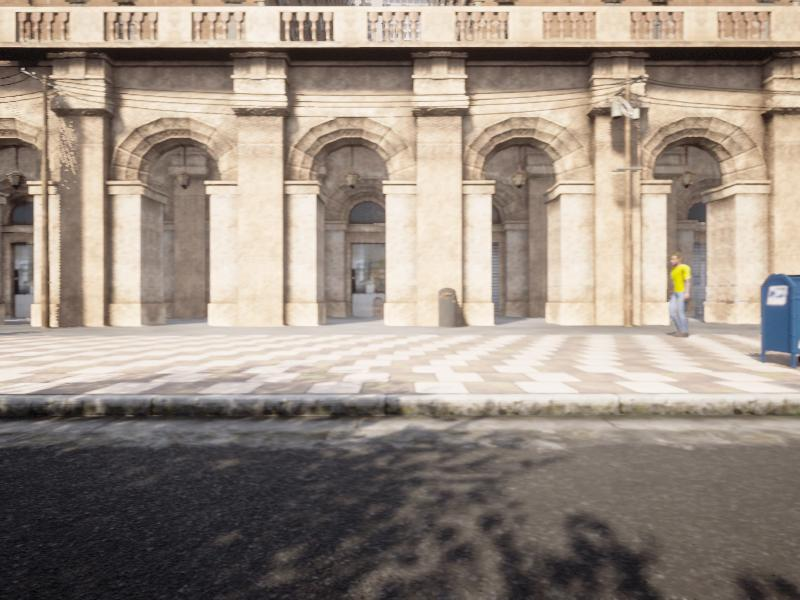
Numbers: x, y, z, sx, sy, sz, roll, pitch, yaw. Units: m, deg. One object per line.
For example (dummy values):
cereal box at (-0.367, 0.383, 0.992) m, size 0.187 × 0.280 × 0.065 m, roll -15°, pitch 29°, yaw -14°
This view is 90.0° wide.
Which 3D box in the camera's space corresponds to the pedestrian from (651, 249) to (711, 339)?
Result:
pedestrian at (6.048, -0.128, 8.651) m, size 0.751 × 1.860 × 0.751 m, roll 0°, pitch 0°, yaw 1°
